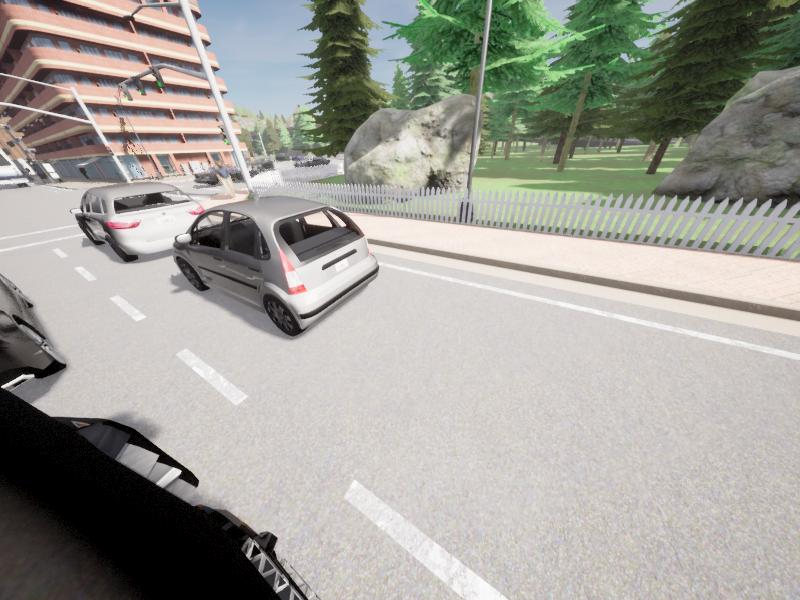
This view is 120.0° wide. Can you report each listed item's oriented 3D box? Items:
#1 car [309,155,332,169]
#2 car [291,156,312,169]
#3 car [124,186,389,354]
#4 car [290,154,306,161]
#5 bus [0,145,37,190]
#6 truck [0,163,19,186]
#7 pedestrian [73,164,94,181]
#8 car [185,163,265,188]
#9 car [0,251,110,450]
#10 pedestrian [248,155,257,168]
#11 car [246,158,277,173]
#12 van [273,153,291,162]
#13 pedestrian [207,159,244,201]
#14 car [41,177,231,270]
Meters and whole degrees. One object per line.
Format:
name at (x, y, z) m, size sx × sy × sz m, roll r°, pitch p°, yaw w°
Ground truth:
car at (-11.976, -21.126, 35.240) m, size 1.837 × 1.490 × 4.892 m, roll -2°, pitch 34°, yaw 1°
car at (-15.562, -21.853, 36.629) m, size 1.970 × 1.475 × 3.806 m, roll -5°, pitch 34°, yaw -3°
car at (-2.422, -0.930, 4.083) m, size 3.988 × 1.617 × 1.851 m, roll 16°, pitch 38°, yaw 27°
car at (-29.754, -41.512, 67.329) m, size 4.193 × 1.474 × 1.816 m, roll 17°, pitch 38°, yaw 27°
bus at (-49.466, -15.802, 27.737) m, size 10.273 × 4.253 × 3.944 m, roll 16°, pitch 38°, yaw 27°
truck at (-60.299, -18.906, 33.628) m, size 8.468 × 3.827 × 2.891 m, roll 16°, pitch 38°, yaw 27°
pedestrian at (-42.240, -17.010, 30.838) m, size 0.751 × 1.860 × 0.751 m, roll 17°, pitch 39°, yaw 27°
car at (-15.200, -11.148, 20.554) m, size 2.033 × 1.411 × 5.357 m, roll 10°, pitch 36°, yaw 19°
car at (-6.014, 0.306, 2.586) m, size 4.902 × 1.511 × 2.128 m, roll 16°, pitch 38°, yaw 27°
pedestrian at (-25.853, -24.344, 40.512) m, size 0.751 × 1.860 × 0.751 m, roll -20°, pitch 37°, yaw -24°
car at (-19.087, -18.722, 32.119) m, size 1.789 × 1.549 × 3.705 m, roll 0°, pitch 34°, yaw 4°
van at (-33.578, -40.601, 65.799) m, size 4.442 × 1.987 × 1.775 m, roll 17°, pitch 38°, yaw 27°
pedestrian at (-9.083, -6.243, 12.052) m, size 0.751 × 1.860 × 0.751 m, roll 24°, pitch 42°, yaw 35°
car at (-7.775, -2.549, 6.878) m, size 4.611 × 1.667 × 2.242 m, roll 17°, pitch 38°, yaw 27°
